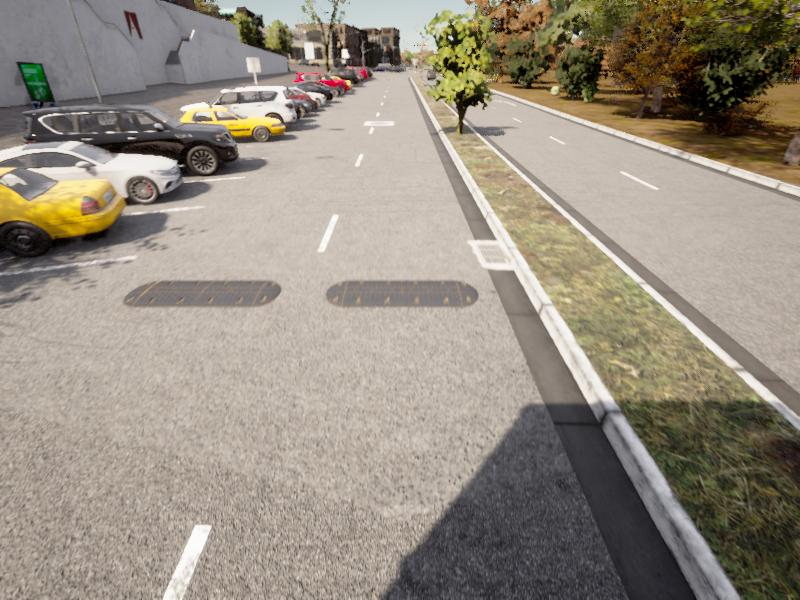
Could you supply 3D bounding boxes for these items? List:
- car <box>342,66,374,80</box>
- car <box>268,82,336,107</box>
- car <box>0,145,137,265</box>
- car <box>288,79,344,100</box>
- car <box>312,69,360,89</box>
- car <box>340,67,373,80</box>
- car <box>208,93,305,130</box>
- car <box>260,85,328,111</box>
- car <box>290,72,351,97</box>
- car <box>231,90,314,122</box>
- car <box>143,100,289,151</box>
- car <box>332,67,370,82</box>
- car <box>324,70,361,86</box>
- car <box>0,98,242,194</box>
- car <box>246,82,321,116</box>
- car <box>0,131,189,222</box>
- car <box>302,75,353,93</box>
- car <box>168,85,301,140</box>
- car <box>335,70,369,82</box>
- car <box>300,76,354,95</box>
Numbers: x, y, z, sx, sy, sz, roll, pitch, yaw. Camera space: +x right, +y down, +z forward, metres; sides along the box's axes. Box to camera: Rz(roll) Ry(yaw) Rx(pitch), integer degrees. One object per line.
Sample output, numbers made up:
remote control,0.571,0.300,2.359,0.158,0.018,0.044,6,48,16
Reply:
car,-8.020,-43.548,76.692,5.566,2.045,2.435,-11,32,-16
car,-8.067,-17.041,33.062,5.008,1.535,2.097,-11,33,-17
car,-8.239,-1.605,7.223,5.366,1.575,1.946,-11,32,-17
car,-8.049,-20.139,38.220,4.792,1.488,2.163,-11,33,-17
car,-8.106,-28.125,50.889,5.566,2.045,2.435,-11,33,-17
car,-8.090,-41.993,74.084,5.566,2.045,2.435,-11,33,-16
car,-8.097,-10.800,22.783,4.792,1.488,2.163,-11,33,-17
car,-8.076,-15.451,30.517,4.674,1.452,2.002,-11,32,-17
car,-8.055,-21.936,40.643,5.566,2.045,2.435,-11,32,-17
car,-8.075,-12.346,25.383,4.674,1.452,2.002,-11,32,-17
car,-7.898,-7.789,17.678,5.366,1.575,1.946,-11,32,-17
car,-8.110,-37.376,66.342,5.566,2.045,2.435,-11,33,-17
car,-8.051,-31.121,56.120,4.553,1.767,2.185,-11,33,-17
car,-8.046,-4.910,12.347,5.566,2.045,2.435,-11,32,-17
car,-8.105,-14.035,27.855,4.553,1.767,2.185,-11,32,-17
car,-8.073,-3.128,9.893,4.674,1.452,2.002,-11,32,-17
car,-8.251,-24.785,45.836,5.366,1.575,1.946,-11,33,-17
car,-8.100,-9.500,20.066,5.566,2.045,2.435,-11,33,-17
car,-8.253,-38.672,69.004,5.366,1.575,1.946,-11,33,-17
car,-7.903,-23.307,43.381,5.366,1.575,1.946,-11,32,-17
